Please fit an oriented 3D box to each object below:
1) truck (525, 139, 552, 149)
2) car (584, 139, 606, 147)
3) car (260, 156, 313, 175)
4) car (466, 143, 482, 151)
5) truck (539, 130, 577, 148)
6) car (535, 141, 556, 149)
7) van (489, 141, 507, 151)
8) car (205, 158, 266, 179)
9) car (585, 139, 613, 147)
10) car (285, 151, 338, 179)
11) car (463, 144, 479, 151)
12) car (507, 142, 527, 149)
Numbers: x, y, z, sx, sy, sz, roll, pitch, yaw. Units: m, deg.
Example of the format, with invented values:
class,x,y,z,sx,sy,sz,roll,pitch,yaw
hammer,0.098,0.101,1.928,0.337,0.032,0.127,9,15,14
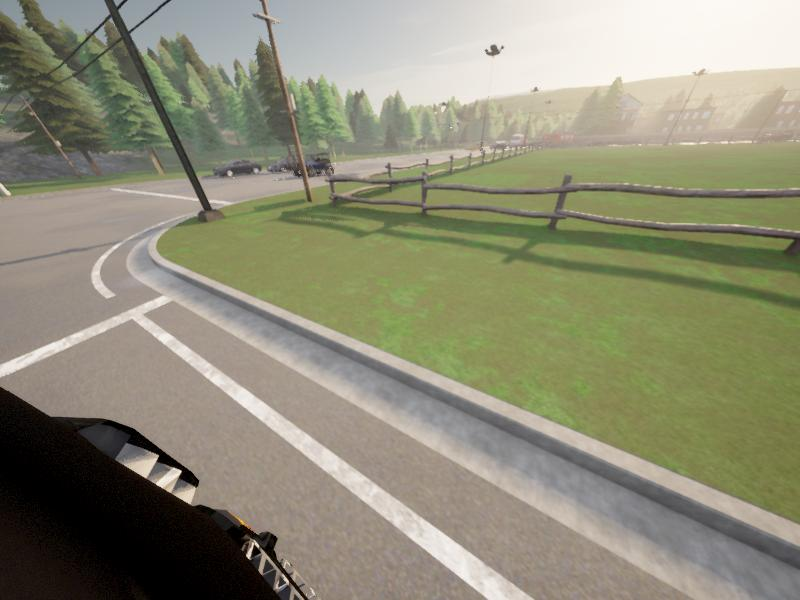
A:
class,x,y,z,sx,sy,sz,roll,pitch,yaw
truck,40.889,-46.236,68.356,6.274,2.098,2.390,11,36,20
car,52.913,-42.542,62.630,4.193,1.474,1.816,16,38,26
car,-12.620,-15.292,26.126,2.128,1.511,4.902,17,38,26
car,23.160,-48.221,72.658,4.605,1.855,1.932,-21,38,-25
truck,46.577,-47.631,68.521,8.468,3.827,2.891,16,38,26
car,39.446,-42.024,62.673,4.611,1.667,2.242,15,38,25
van,27.663,-43.416,65.056,4.480,2.038,2.069,-20,38,-25
car,-17.553,-14.304,24.983,1.837,1.490,4.892,16,38,26
car,51.526,-40.761,59.921,5.238,1.638,1.930,16,38,26
car,-7.918,-12.364,21.114,1.905,1.878,3.866,17,38,26
car,21.005,-44.938,68.200,5.008,1.535,1.882,-26,40,-30
car,38.024,-50.223,75.177,5.027,1.651,2.152,1,34,4
